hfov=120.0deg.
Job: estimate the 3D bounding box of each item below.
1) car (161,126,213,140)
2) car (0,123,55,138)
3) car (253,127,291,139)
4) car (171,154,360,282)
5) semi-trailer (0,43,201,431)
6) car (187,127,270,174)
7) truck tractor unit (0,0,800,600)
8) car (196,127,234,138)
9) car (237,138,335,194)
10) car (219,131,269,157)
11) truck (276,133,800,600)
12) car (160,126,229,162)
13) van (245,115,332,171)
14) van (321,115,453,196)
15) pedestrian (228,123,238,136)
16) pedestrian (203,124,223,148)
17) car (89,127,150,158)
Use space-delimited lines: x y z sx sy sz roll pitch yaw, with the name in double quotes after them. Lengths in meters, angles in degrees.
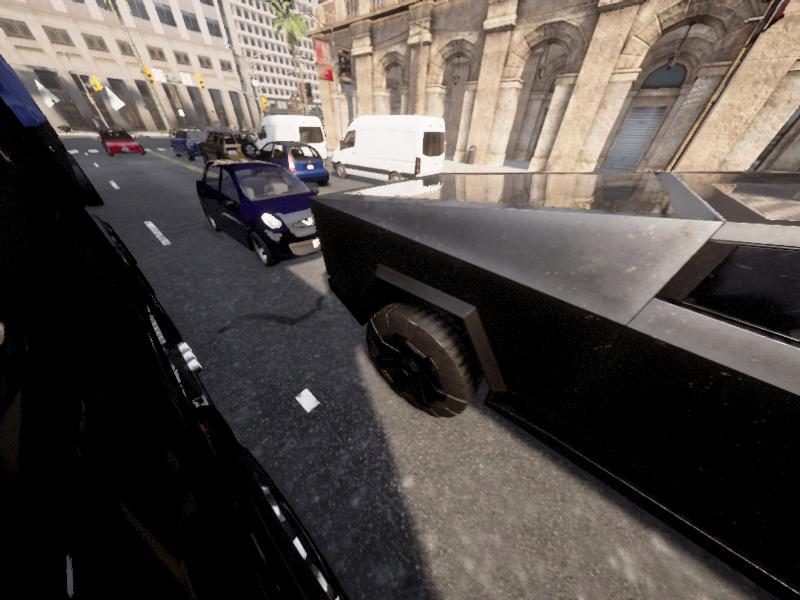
-28.998 -22.908 31.726 1.837 1.490 4.892 12 37 15 "car"
-42.283 -18.634 25.416 1.895 1.301 4.718 28 44 30 "car"
-22.146 -29.105 40.328 1.930 1.638 5.238 28 44 30 "car"
-2.831 -2.044 4.929 3.633 1.501 1.845 28 44 30 "car"
-8.703 -3.579 4.257 14.254 4.402 2.717 28 44 30 "semi-trailer"
-9.706 -8.569 13.076 4.605 1.855 1.932 28 44 30 "car"
-2.645 -0.295 0.351 6.516 4.208 3.053 28 44 30 "truck tractor unit"
-29.807 -27.055 37.383 1.994 1.385 4.181 28 44 30 "car"
-4.928 -5.925 9.989 3.988 1.617 1.851 28 44 30 "car"
-12.735 -12.746 18.845 3.633 1.501 1.845 28 44 31 "car"
2.284 0.423 1.393 6.274 2.098 2.390 28 43 30 "truck"
-14.338 -10.970 16.140 4.553 1.767 2.097 28 44 30 "car"
-7.238 -10.266 14.944 5.915 2.561 1.988 28 44 30 "van"
-0.843 -6.874 10.704 5.915 2.561 1.988 28 44 30 "van"
-30.824 -31.556 42.694 0.751 1.860 0.751 -4 37 -8 "pedestrian"
-18.624 -16.317 23.032 0.751 1.860 0.751 29 44 31 "pedestrian"
-20.183 -11.365 16.587 4.514 1.525 2.007 29 44 32 "car"
